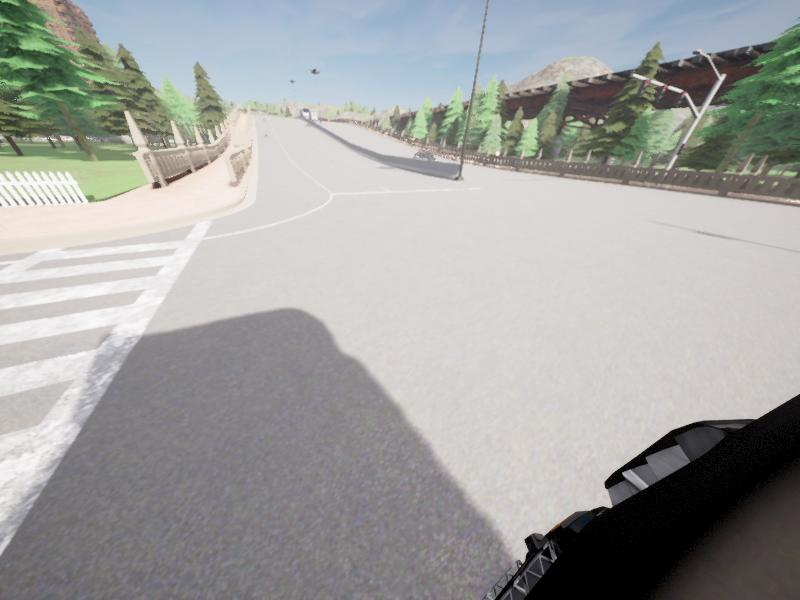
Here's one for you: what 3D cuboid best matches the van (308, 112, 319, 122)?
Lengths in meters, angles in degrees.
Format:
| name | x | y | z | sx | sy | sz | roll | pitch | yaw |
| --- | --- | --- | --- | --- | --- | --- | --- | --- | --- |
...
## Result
| name | x | y | z | sx | sy | sz | roll | pitch | yaw |
| --- | --- | --- | --- | --- | --- | --- | --- | --- | --- |
| van | -32.034 | -67.703 | 85.271 | 2.351 | 2.431 | 6.366 | -13 | 42 | -23 |

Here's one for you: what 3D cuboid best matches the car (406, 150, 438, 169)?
| name | x | y | z | sx | sy | sz | roll | pitch | yaw |
| --- | --- | --- | --- | --- | --- | --- | --- | --- | --- |
| car | 2.778 | -18.806 | 30.801 | 2.097 | 1.767 | 4.553 | -13 | 38 | -23 |
